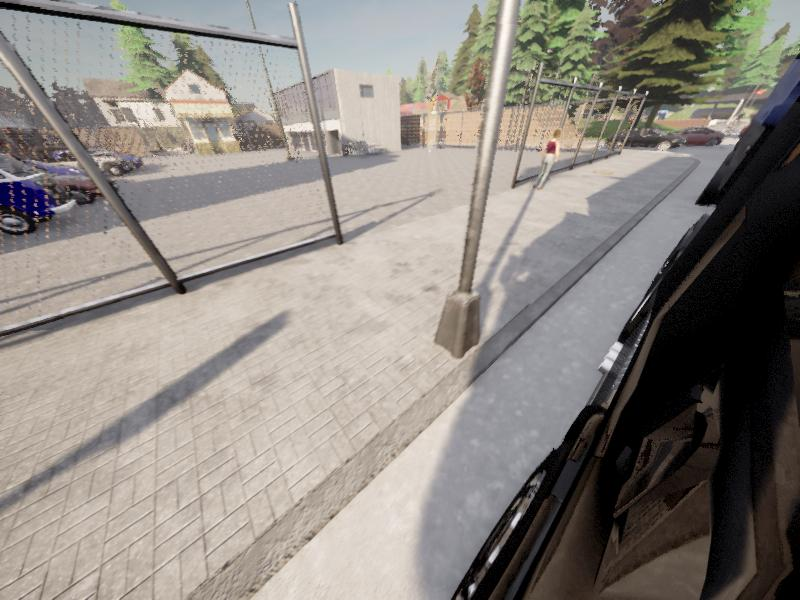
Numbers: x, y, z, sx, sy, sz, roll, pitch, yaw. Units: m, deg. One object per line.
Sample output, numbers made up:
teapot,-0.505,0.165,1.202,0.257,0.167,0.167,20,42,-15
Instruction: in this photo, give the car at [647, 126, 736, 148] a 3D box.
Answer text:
car,24.279,-13.765,19.539,4.181,1.385,1.994,18,42,25

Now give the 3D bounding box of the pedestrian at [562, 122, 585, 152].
pedestrian,13.604,-12.755,18.134,0.751,1.860,0.751,25,45,32

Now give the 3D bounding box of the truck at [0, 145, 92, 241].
truck,-12.068,-2.537,5.862,4.478,2.038,2.069,-28,44,-30

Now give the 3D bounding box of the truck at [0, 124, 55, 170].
truck,-42.866,-15.999,24.136,2.891,3.827,8.468,-15,39,-16

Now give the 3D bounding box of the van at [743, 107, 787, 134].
van,48.151,-23.743,30.584,5.915,2.561,1.988,-28,44,-30

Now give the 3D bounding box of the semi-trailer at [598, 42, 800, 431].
semi-trailer,8.700,-3.586,4.251,14.254,4.402,2.717,-28,44,-30

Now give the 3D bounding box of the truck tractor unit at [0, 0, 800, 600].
truck tractor unit,2.645,-0.295,0.351,6.516,4.208,3.053,-28,44,-30

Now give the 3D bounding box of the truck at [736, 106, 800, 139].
truck,37.866,-18.247,23.884,5.204,2.467,2.627,-27,43,-31

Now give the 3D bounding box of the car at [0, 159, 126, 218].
car,-14.477,-4.106,8.609,5.357,1.415,2.033,-28,44,-30

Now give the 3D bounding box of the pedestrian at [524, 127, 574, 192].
pedestrian,5.229,-4.949,8.185,0.751,1.860,0.751,-28,44,-30

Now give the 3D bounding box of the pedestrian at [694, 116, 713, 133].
pedestrian,41.481,-23.946,31.568,0.751,1.860,0.751,-29,44,-31

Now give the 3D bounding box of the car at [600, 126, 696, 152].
car,19.791,-13.046,18.720,1.837,1.490,4.892,-29,45,-31

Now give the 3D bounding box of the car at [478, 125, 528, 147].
car,11.618,-18.791,26.516,1.932,1.855,4.605,-28,44,-30
